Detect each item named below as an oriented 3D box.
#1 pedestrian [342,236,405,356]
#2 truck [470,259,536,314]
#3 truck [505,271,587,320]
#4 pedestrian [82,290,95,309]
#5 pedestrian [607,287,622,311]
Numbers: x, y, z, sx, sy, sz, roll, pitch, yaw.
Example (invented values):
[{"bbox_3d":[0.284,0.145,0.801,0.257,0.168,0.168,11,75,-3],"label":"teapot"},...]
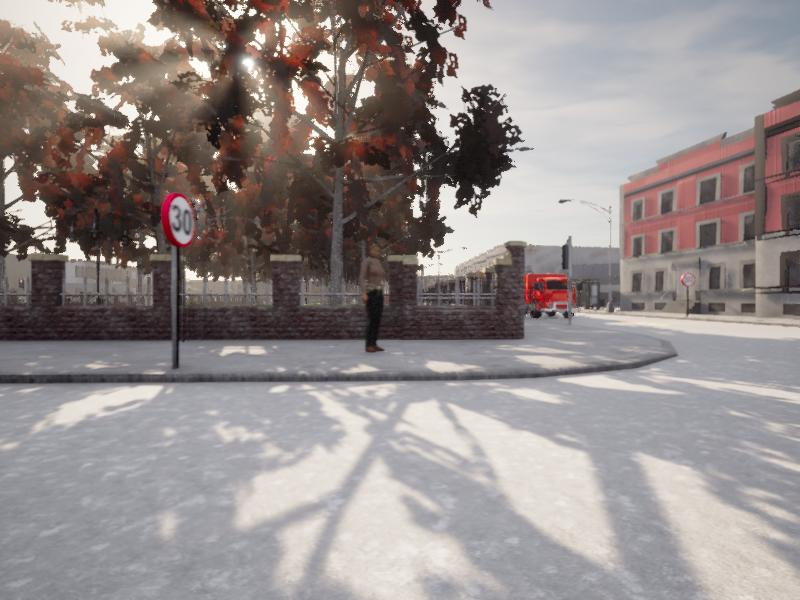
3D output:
[{"bbox_3d":[-0.441,-0.065,6.714,0.751,1.860,0.751,0,0,41],"label":"pedestrian"},{"bbox_3d":[7.879,-0.923,32.011,2.891,3.827,8.468,0,0,-1],"label":"truck"},{"bbox_3d":[8.102,-0.246,22.853,2.627,2.467,5.204,0,0,-2],"label":"truck"},{"bbox_3d":[-32.300,-0.055,41.468,0.751,1.860,0.751,0,0,-1],"label":"pedestrian"},{"bbox_3d":[16.987,-0.073,31.644,0.751,1.860,0.751,0,0,-9],"label":"pedestrian"}]
